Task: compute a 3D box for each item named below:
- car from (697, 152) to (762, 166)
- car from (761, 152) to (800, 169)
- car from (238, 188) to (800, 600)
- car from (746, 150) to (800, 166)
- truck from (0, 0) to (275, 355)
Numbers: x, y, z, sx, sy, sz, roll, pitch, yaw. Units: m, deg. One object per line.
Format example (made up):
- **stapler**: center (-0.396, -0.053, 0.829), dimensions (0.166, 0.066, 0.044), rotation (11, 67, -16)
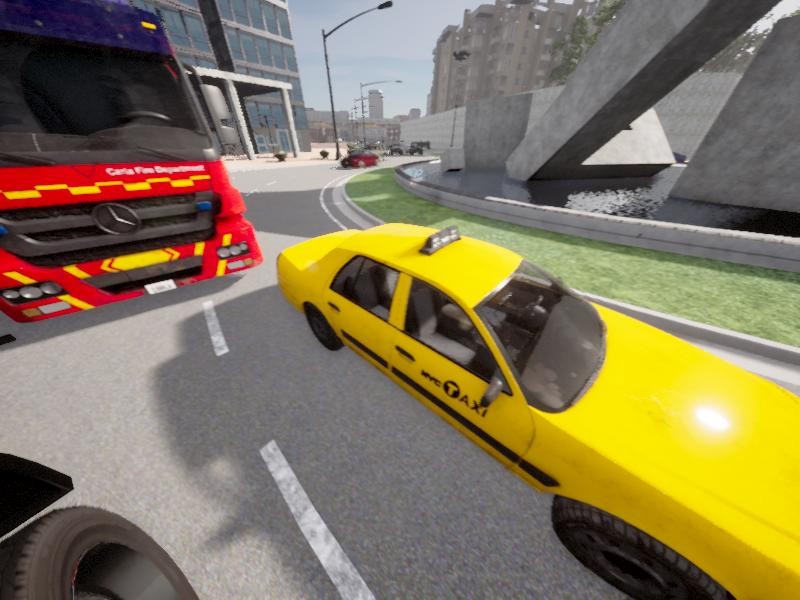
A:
- **car**: center (38.333, -16.482, 26.967), dimensions (4.718, 1.301, 1.895), rotation (-2, 35, -4)
- **car**: center (41.974, -14.806, 24.482), dimensions (4.674, 1.442, 1.812), rotation (-6, 35, -9)
- **car**: center (0.614, 0.121, 2.421), dimensions (5.366, 1.575, 1.801), rotation (27, 43, 32)
- **car**: center (45.952, -17.314, 28.053), dimensions (4.974, 1.542, 2.038), rotation (-7, 36, -10)
- **truck**: center (-6.092, -3.303, 5.285), dimensions (2.891, 3.827, 8.468), rotation (-24, 42, -30)
